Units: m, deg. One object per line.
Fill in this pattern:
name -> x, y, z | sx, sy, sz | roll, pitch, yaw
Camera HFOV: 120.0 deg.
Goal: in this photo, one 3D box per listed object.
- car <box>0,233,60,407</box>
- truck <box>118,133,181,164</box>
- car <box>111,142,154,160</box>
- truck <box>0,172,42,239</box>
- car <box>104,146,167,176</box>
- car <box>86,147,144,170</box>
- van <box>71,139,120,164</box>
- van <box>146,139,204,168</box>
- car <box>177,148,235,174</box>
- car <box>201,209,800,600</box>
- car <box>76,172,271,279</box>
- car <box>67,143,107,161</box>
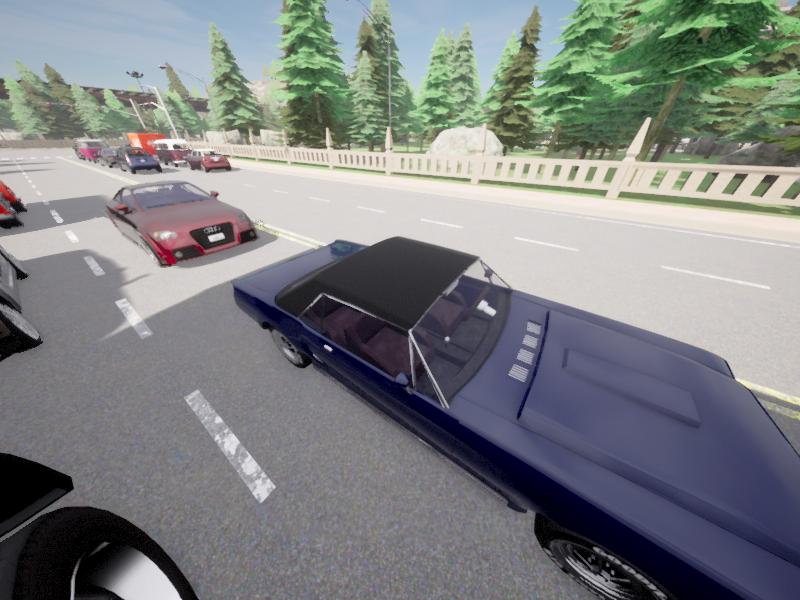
car -> -6.542, -0.181, 2.723 | 5.238, 1.638, 1.930 | 22, 41, 28
truck -> -26.092, -15.855, 24.115 | 5.204, 2.467, 2.627 | 22, 41, 28
car -> -32.239, -18.005, 27.860 | 4.856, 1.649, 2.033 | 22, 41, 28
truck -> -13.148, -3.211, 6.244 | 5.204, 2.467, 2.627 | 22, 41, 28
car -> -19.766, -10.469, 17.258 | 3.988, 1.617, 1.851 | 22, 41, 28
car -> -25.302, -12.632, 20.478 | 5.357, 1.411, 2.033 | 22, 41, 28
van -> -31.120, -15.238, 23.625 | 4.442, 1.987, 1.775 | 22, 41, 28
van -> -20.410, -13.368, 20.994 | 4.480, 2.038, 2.069 | 22, 41, 28
car -> -15.293, -11.057, 18.237 | 3.806, 1.475, 1.970 | 22, 41, 28
car -> 0.347, 0.295, 2.376 | 4.718, 1.301, 1.895 | 22, 41, 28
car -> -5.539, -2.122, 5.706 | 4.181, 1.385, 1.994 | 21, 40, 27
car -> -35.841, -16.980, 26.442 | 3.705, 1.549, 1.789 | 22, 41, 28
